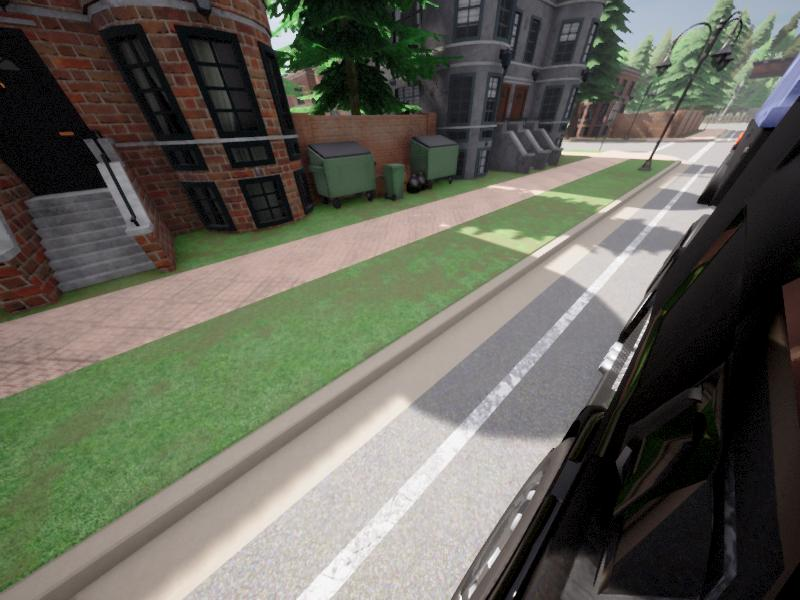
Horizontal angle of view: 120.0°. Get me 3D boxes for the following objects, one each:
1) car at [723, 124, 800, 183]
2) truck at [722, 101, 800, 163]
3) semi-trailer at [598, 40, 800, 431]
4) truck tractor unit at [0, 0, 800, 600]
[{"bbox_3d":[16.108,-6.395,9.856,5.238,1.638,1.930,-28,44,-30],"label":"car"},{"bbox_3d":[21.895,-9.846,13.370,5.204,2.467,2.627,-30,44,-29],"label":"truck"},{"bbox_3d":[8.695,-3.604,4.236,14.254,4.402,2.717,-28,44,-30],"label":"semi-trailer"},{"bbox_3d":[2.645,-0.295,0.351,6.516,4.208,3.053,-28,44,-30],"label":"truck tractor unit"}]
